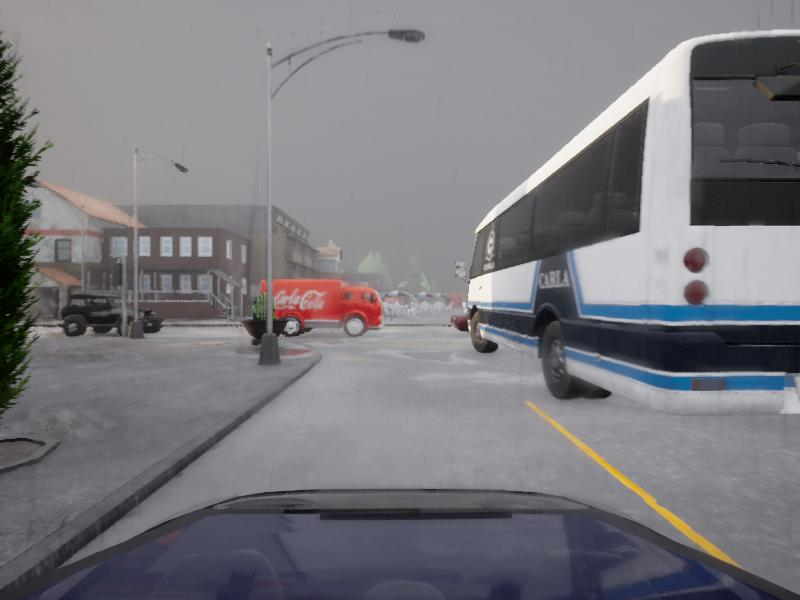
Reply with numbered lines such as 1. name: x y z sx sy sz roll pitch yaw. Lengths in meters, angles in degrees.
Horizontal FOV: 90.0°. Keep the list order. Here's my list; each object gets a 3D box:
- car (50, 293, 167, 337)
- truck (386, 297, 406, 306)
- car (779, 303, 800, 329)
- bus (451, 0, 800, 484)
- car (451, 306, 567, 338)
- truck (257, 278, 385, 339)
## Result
1. car: -12.979 0.652 18.011 3.866 1.878 1.905 0 0 0
2. truck: -1.122 0.387 108.414 5.204 2.467 2.627 0 0 0
3. car: 24.482 0.901 21.995 5.357 1.411 2.033 0 0 0
4. bus: 3.821 -0.531 8.629 3.944 4.253 10.273 0 0 -1
5. car: 4.754 0.949 18.011 4.718 1.301 1.895 0 0 0
6. truck: -3.363 0.351 18.013 5.204 2.467 2.627 1 0 0
